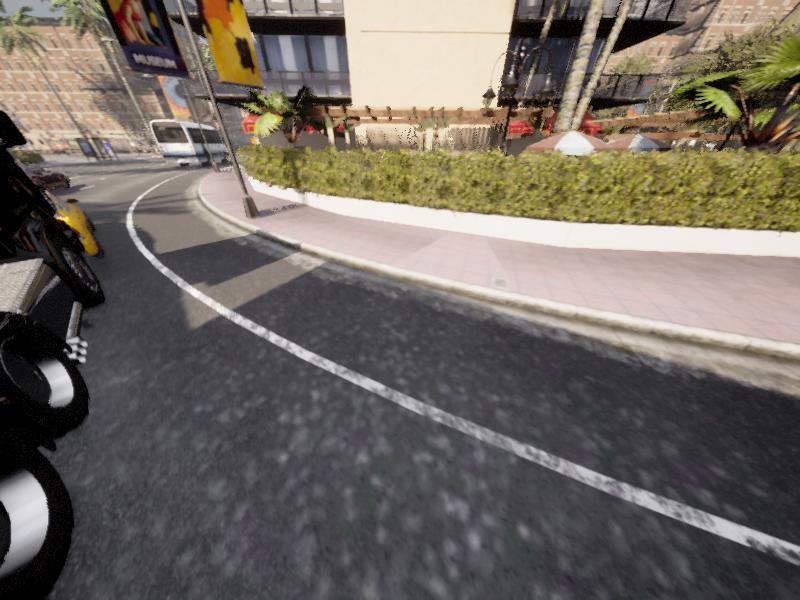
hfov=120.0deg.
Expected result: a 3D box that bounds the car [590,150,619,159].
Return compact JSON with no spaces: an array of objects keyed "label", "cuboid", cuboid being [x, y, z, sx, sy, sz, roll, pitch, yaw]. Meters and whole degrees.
[{"label":"car","cuboid":[41.680,-29.713,47.098,4.792,1.488,2.163,-15,37,-21]}]

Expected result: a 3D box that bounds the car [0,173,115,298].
[{"label":"car","cuboid":[-8.953,-1.892,5.507,5.366,1.575,1.801,25,41,32]}]

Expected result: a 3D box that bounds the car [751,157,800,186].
[{"label":"car","cuboid":[29.261,-9.207,16.550,1.851,1.617,3.988,0,34,-1]}]

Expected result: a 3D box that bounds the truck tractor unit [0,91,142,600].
[{"label":"truck tractor unit","cuboid":[-4.797,-0.526,1.138,3.053,4.208,6.516,-29,43,-36]}]

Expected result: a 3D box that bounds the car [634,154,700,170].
[{"label":"car","cuboid":[32.475,-17.060,28.383,2.033,1.411,5.357,0,34,-1]}]

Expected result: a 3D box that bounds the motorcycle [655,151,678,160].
[{"label":"motorcycle","cuboid":[49.550,-26.951,43.005,0.764,1.277,2.356,-9,34,-31]}]

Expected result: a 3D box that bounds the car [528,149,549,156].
[{"label":"car","cuboid":[35.328,-37.812,59.100,2.033,1.411,5.357,-3,34,-4]}]

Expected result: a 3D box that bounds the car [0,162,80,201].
[{"label":"car","cuboid":[-19.968,-6.425,12.310,1.994,1.385,4.181,-20,39,-27]}]

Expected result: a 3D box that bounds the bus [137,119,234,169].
[{"label":"bus","cuboid":[-24.866,-18.812,28.036,3.944,4.253,10.273,-9,35,-12]}]
